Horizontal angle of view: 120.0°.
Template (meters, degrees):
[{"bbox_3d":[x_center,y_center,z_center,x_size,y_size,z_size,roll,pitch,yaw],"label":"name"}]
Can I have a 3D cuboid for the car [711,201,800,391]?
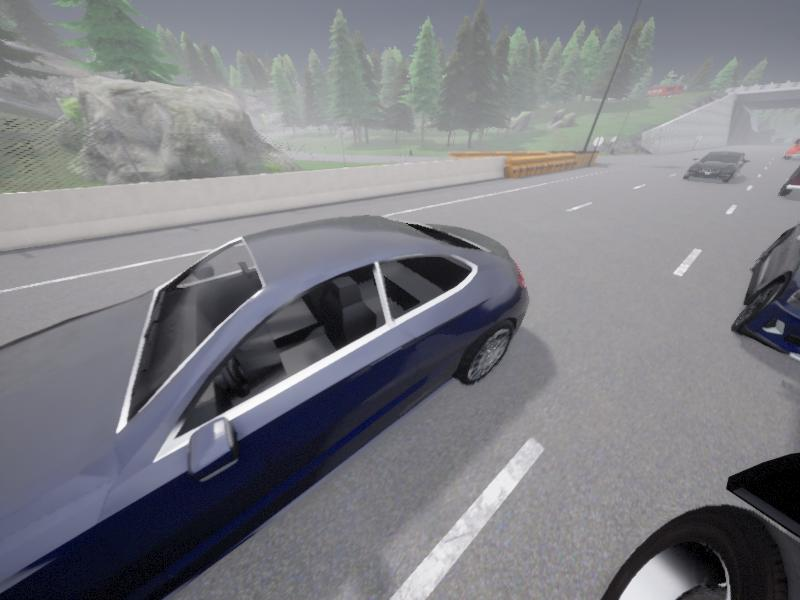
[{"bbox_3d":[6.493,-0.344,2.923,4.856,1.649,2.033,-23,41,-28],"label":"car"}]

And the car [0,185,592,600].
[{"bbox_3d":[-0.903,0.274,2.115,5.027,1.651,2.152,-23,41,-28],"label":"car"}]

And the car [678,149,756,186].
[{"bbox_3d":[19.120,-8.090,13.900,4.892,1.490,1.837,-23,41,-28],"label":"car"}]

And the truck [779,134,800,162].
[{"bbox_3d":[42.848,-15.974,24.015,5.204,2.467,2.627,-23,41,-29],"label":"truck"}]

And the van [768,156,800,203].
[{"bbox_3d":[18.094,-5.393,9.614,4.480,2.038,2.069,-23,41,-28],"label":"van"}]

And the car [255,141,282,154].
[{"bbox_3d":[-22.298,-25.902,39.196,4.974,1.542,2.038,29,44,34],"label":"car"}]
